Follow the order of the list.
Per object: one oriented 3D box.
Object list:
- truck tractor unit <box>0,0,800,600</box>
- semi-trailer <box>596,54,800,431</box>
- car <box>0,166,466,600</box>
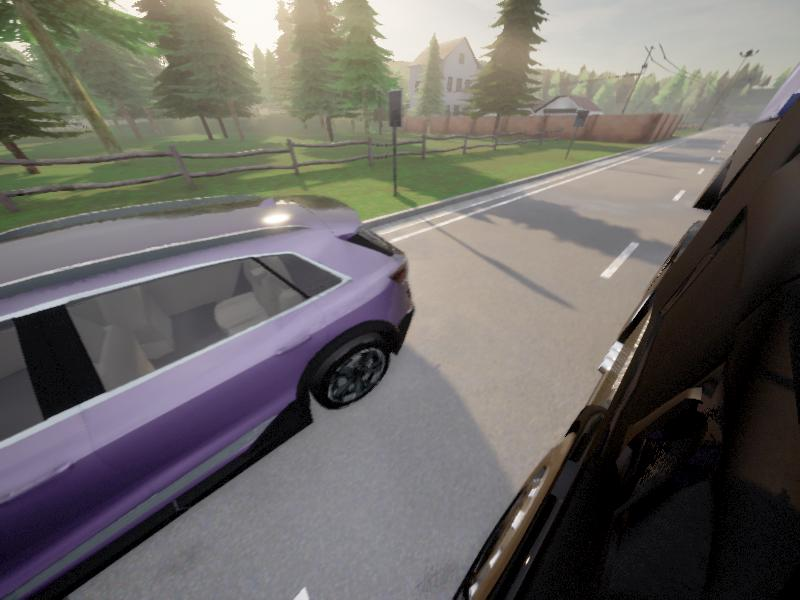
[{"bbox_3d":[2.645,-0.295,0.351,6.516,4.208,3.053,-28,43,-30],"label":"truck tractor unit"},{"bbox_3d":[8.761,-3.487,4.280,14.254,4.402,2.717,-27,45,-30],"label":"semi-trailer"},{"bbox_3d":[-2.021,0.415,1.589,4.856,1.649,2.033,-28,46,-30],"label":"car"}]
